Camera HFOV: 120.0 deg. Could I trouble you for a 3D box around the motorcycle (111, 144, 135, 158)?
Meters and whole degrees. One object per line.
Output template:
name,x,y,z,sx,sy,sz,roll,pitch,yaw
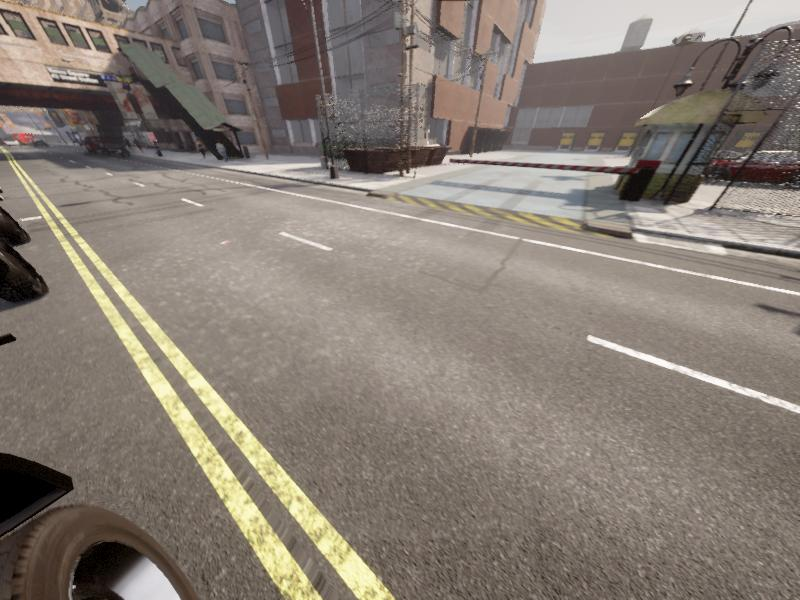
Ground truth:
motorcycle,-33.811,-18.261,28.293,0.764,1.277,2.356,-15,38,-21

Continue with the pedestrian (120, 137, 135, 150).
pedestrian,-46.962,-27.034,39.823,0.751,1.860,0.751,17,38,22

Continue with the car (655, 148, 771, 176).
car,24.133,-11.013,18.239,5.008,1.535,2.097,22,40,27

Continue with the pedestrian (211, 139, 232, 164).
pedestrian,-16.196,-13.540,21.008,0.751,1.860,0.751,24,41,29

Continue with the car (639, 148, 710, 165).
car,29.965,-15.862,25.505,4.718,1.301,1.895,22,40,27

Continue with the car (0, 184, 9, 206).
car,-17.885,-4.779,9.075,5.238,1.638,1.930,22,41,28

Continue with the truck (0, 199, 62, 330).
truck,-8.566,-1.182,3.673,6.274,2.098,2.390,22,41,28

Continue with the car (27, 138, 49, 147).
car,-83.235,-36.293,53.123,4.974,1.542,2.038,22,41,28

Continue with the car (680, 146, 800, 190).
car,19.851,-7.515,13.023,4.553,1.767,2.185,22,40,27

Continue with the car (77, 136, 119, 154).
car,-45.257,-23.212,34.576,5.566,2.045,2.435,22,40,27

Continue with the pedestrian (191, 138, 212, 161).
pedestrian,-19.990,-15.148,23.249,0.751,1.860,0.751,21,40,26

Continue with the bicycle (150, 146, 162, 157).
bicycle,-28.823,-17.556,27.320,1.643,1.024,0.373,22,30,27

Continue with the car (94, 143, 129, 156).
car,-39.163,-20.469,31.385,4.718,1.301,1.895,22,40,27

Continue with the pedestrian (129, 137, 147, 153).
pedestrian,-36.918,-21.847,32.573,0.751,1.860,0.751,22,41,28
